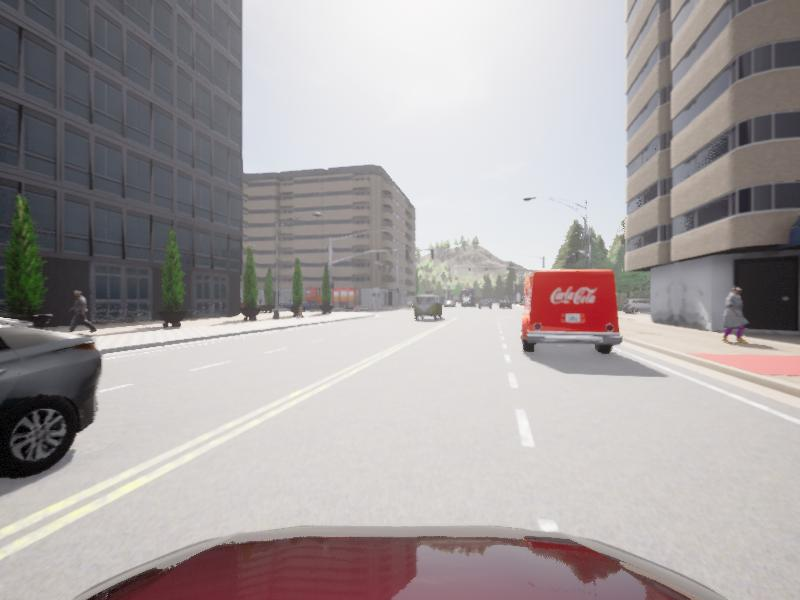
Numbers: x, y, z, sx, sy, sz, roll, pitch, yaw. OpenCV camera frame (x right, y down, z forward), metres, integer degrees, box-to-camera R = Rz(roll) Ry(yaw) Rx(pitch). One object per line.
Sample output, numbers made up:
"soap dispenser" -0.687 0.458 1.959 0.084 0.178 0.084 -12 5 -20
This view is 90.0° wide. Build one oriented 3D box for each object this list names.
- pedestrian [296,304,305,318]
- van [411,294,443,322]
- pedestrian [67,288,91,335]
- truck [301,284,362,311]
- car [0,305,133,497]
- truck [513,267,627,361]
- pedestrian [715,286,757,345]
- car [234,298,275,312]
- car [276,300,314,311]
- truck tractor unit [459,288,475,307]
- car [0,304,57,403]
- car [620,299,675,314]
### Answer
"pedestrian" -7.625 0.851 30.632 0.500 1.100 0.500 0 0 17
"van" 2.197 0.585 31.103 1.775 1.987 4.442 0 0 13
"pedestrian" -13.005 0.451 16.211 0.751 1.860 0.751 0 0 -39
"truck" -10.169 -0.403 59.575 8.468 3.827 2.891 0 0 13
"car" -4.434 0.827 2.451 2.007 1.525 4.514 0 0 13
"truck" 5.268 0.358 13.327 2.627 2.467 5.204 0 1 13
"pedestrian" 10.837 0.479 12.924 0.751 1.860 0.751 0 0 -19
"car" -18.415 0.616 50.733 4.553 1.767 2.097 0 0 13
"car" -14.965 0.741 57.110 5.008 1.535 1.882 0 0 13
"truck tractor unit" 15.121 -0.565 89.809 3.053 4.208 6.516 0 0 13
"car" -7.443 0.826 4.982 2.007 1.525 4.514 0 0 13
"car" 26.858 0.681 43.526 4.611 1.667 2.242 0 0 14
